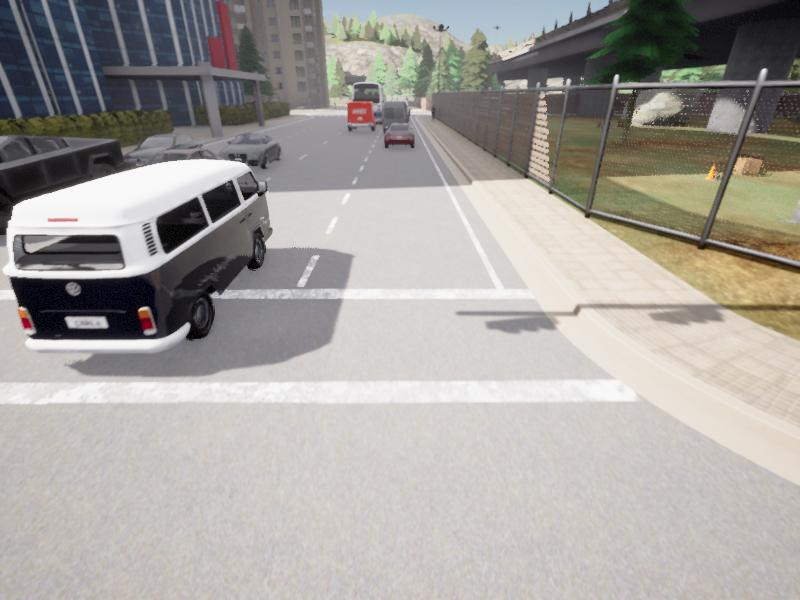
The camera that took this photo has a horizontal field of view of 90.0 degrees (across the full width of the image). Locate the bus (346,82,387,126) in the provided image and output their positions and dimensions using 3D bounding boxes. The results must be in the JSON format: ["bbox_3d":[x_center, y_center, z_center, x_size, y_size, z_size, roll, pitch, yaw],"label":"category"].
[{"bbox_3d":[-3.673,-23.169,47.137,3.944,4.253,10.273,0,28,0],"label":"bus"}]

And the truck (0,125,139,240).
[{"bbox_3d":[-10.506,-3.443,10.982,2.390,2.098,6.274,0,27,0],"label":"truck"}]

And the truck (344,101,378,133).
[{"bbox_3d":[-3.539,-17.255,37.539,2.627,2.467,5.204,0,27,0],"label":"truck"}]

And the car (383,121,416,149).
[{"bbox_3d":[-0.029,-11.147,26.838,1.994,1.385,4.181,0,27,0],"label":"car"}]

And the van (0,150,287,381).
[{"bbox_3d":[-3.500,-0.978,6.260,2.069,2.038,4.480,0,28,0],"label":"van"}]

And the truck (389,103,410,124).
[{"bbox_3d":[-0.054,-23.001,49.168,2.390,2.098,6.274,0,27,0],"label":"truck"}]

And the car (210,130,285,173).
[{"bbox_3d":[-7.024,-7.129,18.981,1.994,1.385,4.181,0,27,-1],"label":"car"}]

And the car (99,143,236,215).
[{"bbox_3d":[-7.007,-3.984,12.727,1.816,1.474,4.193,0,27,0],"label":"car"}]

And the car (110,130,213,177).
[{"bbox_3d":[-10.514,-6.737,18.126,1.812,1.442,4.674,0,27,0],"label":"car"}]

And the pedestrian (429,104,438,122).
[{"bbox_3d":[3.931,-21.947,46.995,0.751,1.860,0.751,8,28,15],"label":"pedestrian"}]

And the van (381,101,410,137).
[{"bbox_3d":[-0.301,-15.539,34.124,1.988,2.561,5.915,2,27,3],"label":"van"}]

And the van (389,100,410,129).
[{"bbox_3d":[-0.041,-19.357,41.577,1.988,2.561,5.915,0,27,0],"label":"van"}]

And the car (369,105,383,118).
[{"bbox_3d":[-3.568,-28.806,61.054,1.801,1.575,5.366,0,27,0],"label":"car"}]
